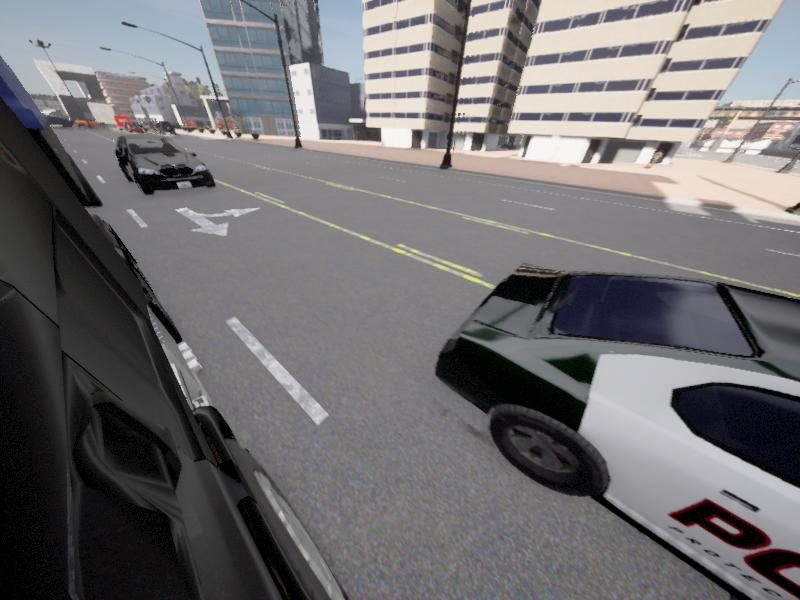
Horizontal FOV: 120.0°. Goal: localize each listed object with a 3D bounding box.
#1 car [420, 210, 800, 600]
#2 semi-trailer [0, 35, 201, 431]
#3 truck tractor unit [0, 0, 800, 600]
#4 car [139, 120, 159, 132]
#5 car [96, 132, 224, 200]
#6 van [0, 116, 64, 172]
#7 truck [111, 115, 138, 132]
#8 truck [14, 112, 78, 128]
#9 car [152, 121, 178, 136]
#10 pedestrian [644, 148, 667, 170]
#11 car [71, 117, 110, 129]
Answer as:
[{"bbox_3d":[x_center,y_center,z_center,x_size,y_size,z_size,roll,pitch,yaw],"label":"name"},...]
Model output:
[{"bbox_3d":[2.798,0.978,1.296,4.974,1.542,2.038,27,43,30],"label":"car"},{"bbox_3d":[-8.713,-3.568,4.252,14.254,4.402,2.717,28,43,30],"label":"semi-trailer"},{"bbox_3d":[-2.645,-0.295,0.351,6.516,4.208,3.053,28,44,30],"label":"truck tractor unit"},{"bbox_3d":[-51.982,-36.066,47.873,1.932,1.855,4.605,-28,46,-35],"label":"car"},{"bbox_3d":[-9.471,-5.456,9.119,4.611,1.667,2.242,27,43,30],"label":"car"},{"bbox_3d":[-18.937,-7.827,11.438,4.442,1.987,1.775,27,43,30],"label":"van"},{"bbox_3d":[-54.975,-35.284,46.108,2.627,2.467,5.204,-28,47,-35],"label":"truck"},{"bbox_3d":[-68.875,-35.125,45.217,6.274,2.098,2.390,-25,44,-33],"label":"truck"},{"bbox_3d":[-40.638,-29.755,40.010,3.866,1.878,1.905,27,43,30],"label":"car"},{"bbox_3d":[27.162,-14.985,24.554,0.751,1.860,0.751,-21,42,-29],"label":"pedestrian"},{"bbox_3d":[-67.415,-38.659,50.420,2.097,1.767,4.553,26,42,29],"label":"car"}]
